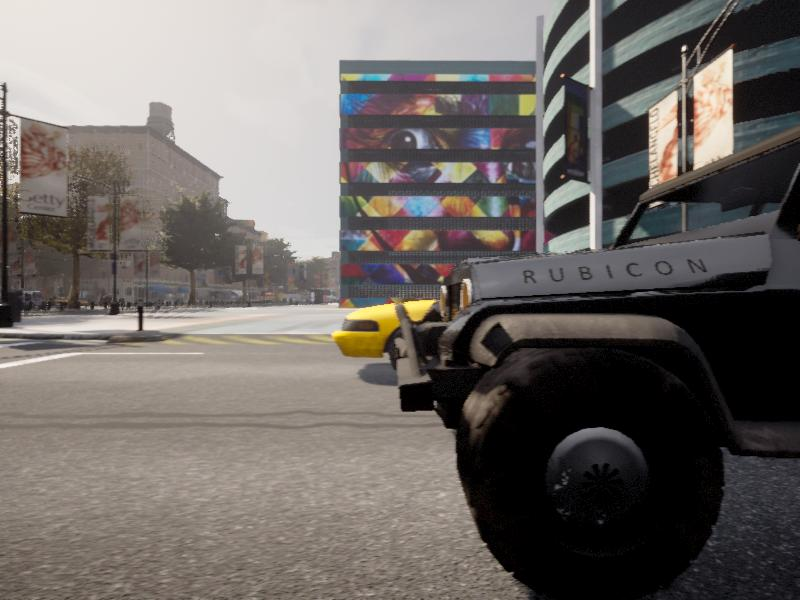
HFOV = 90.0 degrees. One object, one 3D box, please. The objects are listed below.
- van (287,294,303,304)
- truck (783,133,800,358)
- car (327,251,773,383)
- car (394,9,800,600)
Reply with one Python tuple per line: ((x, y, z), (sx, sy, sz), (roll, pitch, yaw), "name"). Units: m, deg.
((-25.207, -0.216, 96.297), (2.351, 2.431, 6.366), (0, 0, 0), "van")
((11.065, -0.924, 5.760), (8.468, 3.827, 2.891), (0, 0, -2), "truck")
((1.801, 0.201, 5.698), (5.366, 1.575, 1.801), (0, 0, 0), "car")
((1.905, 0.046, 2.210), (3.866, 1.878, 1.905), (0, 0, -1), "car")
